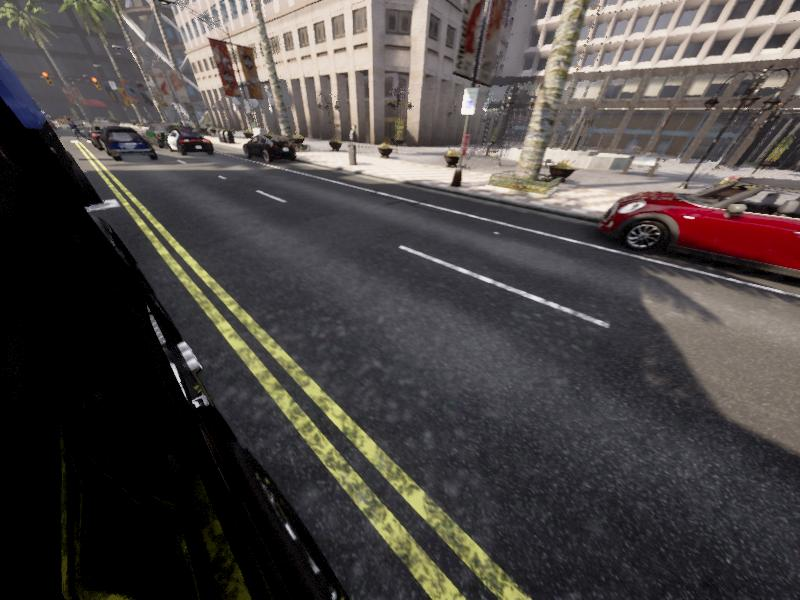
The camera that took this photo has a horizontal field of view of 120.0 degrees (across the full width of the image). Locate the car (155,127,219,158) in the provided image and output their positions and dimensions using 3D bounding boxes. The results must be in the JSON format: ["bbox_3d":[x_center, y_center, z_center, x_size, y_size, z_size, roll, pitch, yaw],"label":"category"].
[{"bbox_3d":[-15.952,-11.861,17.289,4.974,1.542,2.038,28,44,30],"label":"car"}]

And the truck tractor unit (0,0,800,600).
[{"bbox_3d":[-2.645,-0.295,0.351,6.516,4.208,3.053,28,44,30],"label":"truck tractor unit"}]

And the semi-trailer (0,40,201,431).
[{"bbox_3d":[-8.696,-3.603,4.238,14.254,4.402,2.717,28,43,30],"label":"semi-trailer"}]

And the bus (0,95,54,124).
[{"bbox_3d":[-79.827,-38.929,47.204,10.273,4.253,3.944,5,36,3],"label":"bus"}]

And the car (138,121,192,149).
[{"bbox_3d":[-20.720,-14.540,20.358,4.553,1.767,2.097,28,44,30],"label":"car"}]

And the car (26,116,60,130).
[{"bbox_3d":[-52.136,-25.844,33.755,4.792,1.488,2.163,28,43,30],"label":"car"}]

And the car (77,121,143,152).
[{"bbox_3d":[-22.088,-12.487,17.610,4.611,1.667,2.242,28,44,30],"label":"car"}]

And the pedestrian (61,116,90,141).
[{"bbox_3d":[-29.986,-15.821,21.374,0.751,1.860,0.751,30,44,31],"label":"pedestrian"}]

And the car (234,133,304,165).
[{"bbox_3d":[-9.216,-10.702,16.220,4.792,1.488,2.163,28,43,30],"label":"car"}]

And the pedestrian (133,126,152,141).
[{"bbox_3d":[-27.267,-17.670,24.510,0.751,1.300,0.751,26,42,28],"label":"pedestrian"}]

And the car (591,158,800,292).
[{"bbox_3d":[7.460,-1.778,5.055,4.553,1.767,2.185,28,43,30],"label":"car"}]

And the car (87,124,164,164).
[{"bbox_3d":[-16.887,-9.663,14.191,4.856,1.649,2.033,28,44,30],"label":"car"}]
